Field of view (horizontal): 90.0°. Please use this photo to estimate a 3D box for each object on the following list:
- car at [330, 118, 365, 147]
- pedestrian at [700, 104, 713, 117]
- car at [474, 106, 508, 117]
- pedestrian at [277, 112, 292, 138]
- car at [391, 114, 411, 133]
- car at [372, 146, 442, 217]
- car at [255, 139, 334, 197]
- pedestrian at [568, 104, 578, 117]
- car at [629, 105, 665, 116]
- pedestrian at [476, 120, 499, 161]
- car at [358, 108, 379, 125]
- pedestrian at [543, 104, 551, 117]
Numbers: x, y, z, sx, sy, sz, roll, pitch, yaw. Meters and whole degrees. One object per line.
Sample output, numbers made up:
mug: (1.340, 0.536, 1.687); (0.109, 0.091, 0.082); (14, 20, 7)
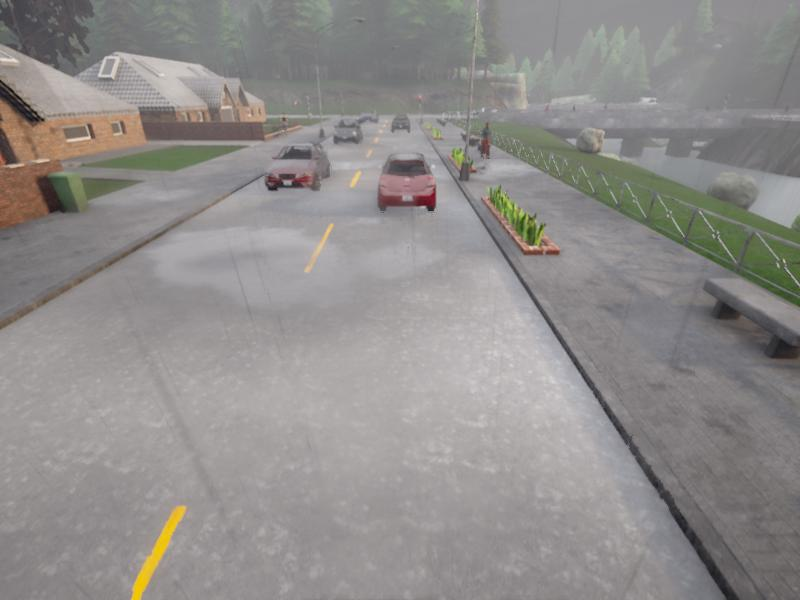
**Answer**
car: (-3.660, -12.015, 28.516); (1.851, 1.617, 3.988); (0, 27, 1)
pedestrian: (46.776, -28.892, 61.027); (0.751, 1.860, 0.751); (-3, 27, -6)
car: (14.904, -30.862, 65.477); (4.974, 1.542, 2.038); (0, 27, 0)
pedestrian: (-8.940, -13.577, 31.025); (0.751, 1.860, 0.751); (0, 27, 0)
car: (0.116, -17.252, 38.936); (1.816, 1.474, 4.193); (1, 27, 1)
car: (0.202, -3.846, 12.565); (1.845, 1.501, 3.633); (0, 27, 0)
car: (-3.765, -5.114, 15.117); (1.816, 1.474, 4.193); (0, 27, 0)
pedestrian: (26.706, -29.229, 61.708); (0.751, 1.860, 0.751); (-4, 27, -7)
car: (42.647, -32.685, 69.114); (4.611, 1.667, 2.242); (0, 27, 0)
pedestrian: (4.392, -8.082, 20.225); (0.751, 1.860, 0.751); (-5, 27, -9)
car: (-3.831, -22.670, 49.359); (2.242, 1.667, 4.611); (0, 27, -1)
pedestrian: (22.956, -29.646, 62.530); (0.751, 1.860, 0.751); (3, 27, 6)
